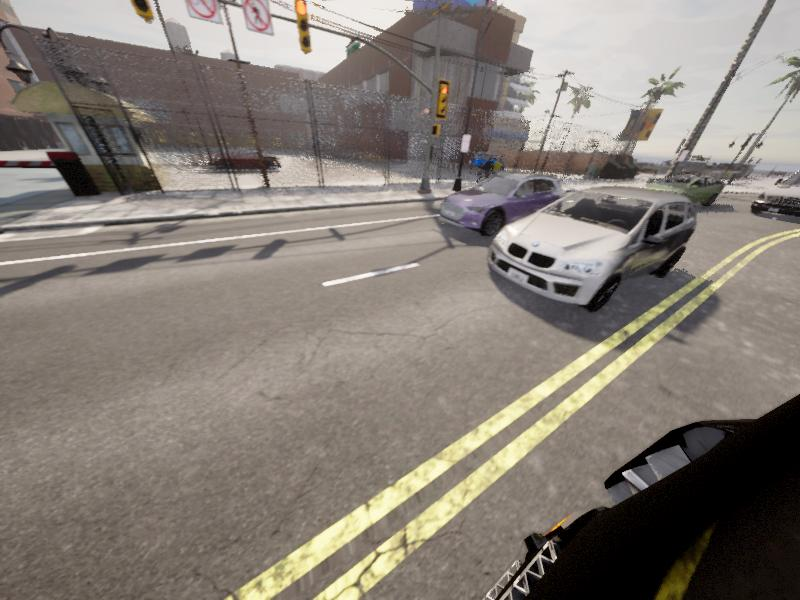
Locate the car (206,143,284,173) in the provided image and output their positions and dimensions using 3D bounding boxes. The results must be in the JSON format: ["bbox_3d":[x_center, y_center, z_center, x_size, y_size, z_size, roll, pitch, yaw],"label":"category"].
[{"bbox_3d":[-11.850,-11.028,17.975,4.553,1.767,2.185,-16,38,-26],"label":"car"}]

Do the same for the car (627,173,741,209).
[{"bbox_3d":[16.158,-6.313,13.266,4.514,1.525,2.007,-7,35,-14],"label":"car"}]

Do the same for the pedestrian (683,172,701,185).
[{"bbox_3d":[28.741,-11.956,22.746,0.500,1.100,0.500,-2,34,-7],"label":"pedestrian"}]

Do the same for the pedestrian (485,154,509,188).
[{"bbox_3d":[6.382,-8.526,15.288,0.751,1.860,0.751,-12,36,-22],"label":"pedestrian"}]

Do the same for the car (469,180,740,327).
[{"bbox_3d":[4.135,-1.395,4.856,4.611,1.667,2.242,-15,38,-25],"label":"car"}]

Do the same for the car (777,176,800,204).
[{"bbox_3d":[30.017,-7.225,15.540,5.027,1.651,2.152,2,33,-1],"label":"car"}]

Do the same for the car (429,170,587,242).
[{"bbox_3d":[3.689,-3.461,7.980,4.856,1.649,2.033,-15,37,-25],"label":"car"}]

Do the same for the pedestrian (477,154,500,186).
[{"bbox_3d":[5.996,-8.822,15.708,0.751,1.860,0.751,-16,38,-26],"label":"pedestrian"}]

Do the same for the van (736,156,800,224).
[{"bbox_3d":[20.681,-5.297,11.135,5.915,2.561,1.988,-5,34,-12],"label":"van"}]
